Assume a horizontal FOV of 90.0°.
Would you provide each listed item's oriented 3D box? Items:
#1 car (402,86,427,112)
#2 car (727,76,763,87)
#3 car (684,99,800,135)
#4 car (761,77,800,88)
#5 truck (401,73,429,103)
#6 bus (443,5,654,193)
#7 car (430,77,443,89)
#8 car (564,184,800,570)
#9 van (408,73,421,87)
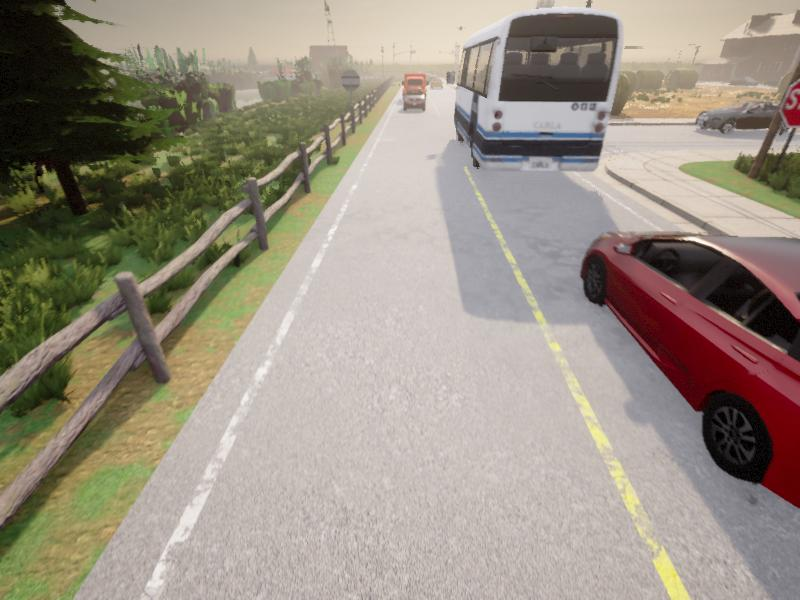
[{"bbox_3d":[1.175,-16.151,32.068,1.851,1.617,3.988,1,30,1],"label":"car"},{"bbox_3d":[60.487,-38.362,70.266,2.163,1.488,4.792,-1,30,-2],"label":"car"},{"bbox_3d":[18.498,-9.747,21.275,4.902,1.511,2.128,-1,30,-1],"label":"car"},{"bbox_3d":[64.105,-36.713,67.417,1.837,1.490,4.892,-1,30,-2],"label":"car"},{"bbox_3d":[1.467,-21.031,39.566,2.627,2.467,5.204,1,30,1],"label":"truck"},{"bbox_3d":[3.952,-7.474,14.608,3.944,4.253,10.273,1,30,2],"label":"bus"},{"bbox_3d":[5.864,-34.898,64.230,1.801,1.575,5.366,1,30,2],"label":"car"},{"bbox_3d":[3.690,0.096,4.333,2.007,1.525,4.514,1,30,1],"label":"car"},{"bbox_3d":[2.512,-37.490,68.179,2.069,2.038,4.480,1,30,2],"label":"van"}]
